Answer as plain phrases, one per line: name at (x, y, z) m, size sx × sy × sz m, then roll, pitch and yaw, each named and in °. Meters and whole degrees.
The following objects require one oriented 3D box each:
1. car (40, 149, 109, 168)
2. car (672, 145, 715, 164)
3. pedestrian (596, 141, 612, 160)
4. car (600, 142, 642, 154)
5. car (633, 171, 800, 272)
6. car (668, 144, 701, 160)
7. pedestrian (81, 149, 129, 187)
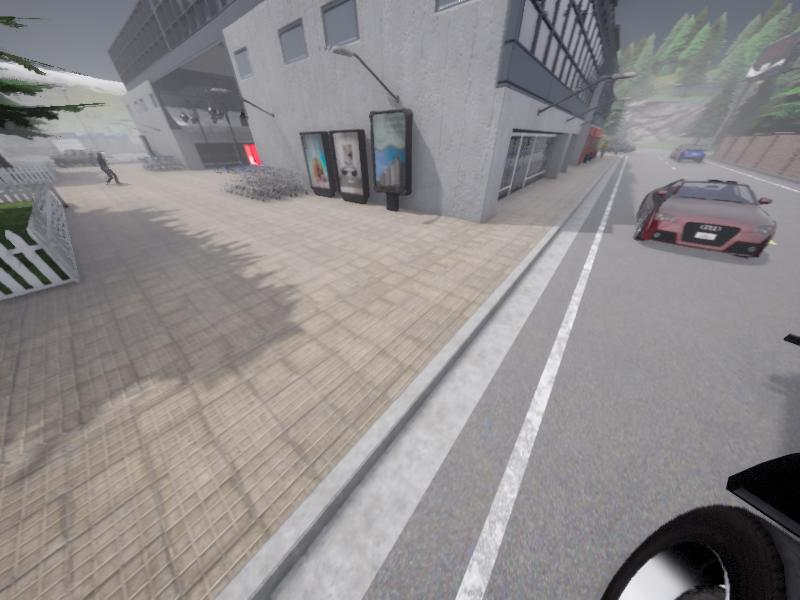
car at (-40.711, -17.857, 29.031) m, size 1.932 × 1.855 × 4.605 m, roll 24°, pitch 41°, yaw 31°
car at (31.939, -16.026, 25.344) m, size 2.007 × 1.525 × 4.514 m, roll 25°, pitch 42°, yaw 32°
pedestrian at (24.231, -17.767, 27.405) m, size 0.751 × 1.860 × 0.751 m, roll 23°, pitch 41°, yaw 30°
car at (39.092, -27.079, 41.031) m, size 4.611 × 1.667 × 2.242 m, roll 14°, pitch 38°, yaw 18°
car at (7.955, -2.436, 6.211) m, size 1.994 × 1.385 × 4.181 m, roll 25°, pitch 42°, yaw 32°
car at (36.032, -18.878, 29.381) m, size 1.789 × 1.549 × 3.705 m, roll 25°, pitch 42°, yaw 32°
pedestrian at (-17.579, -7.896, 13.833) m, size 0.751 × 1.860 × 0.751 m, roll -6°, pitch 35°, yaw -7°
